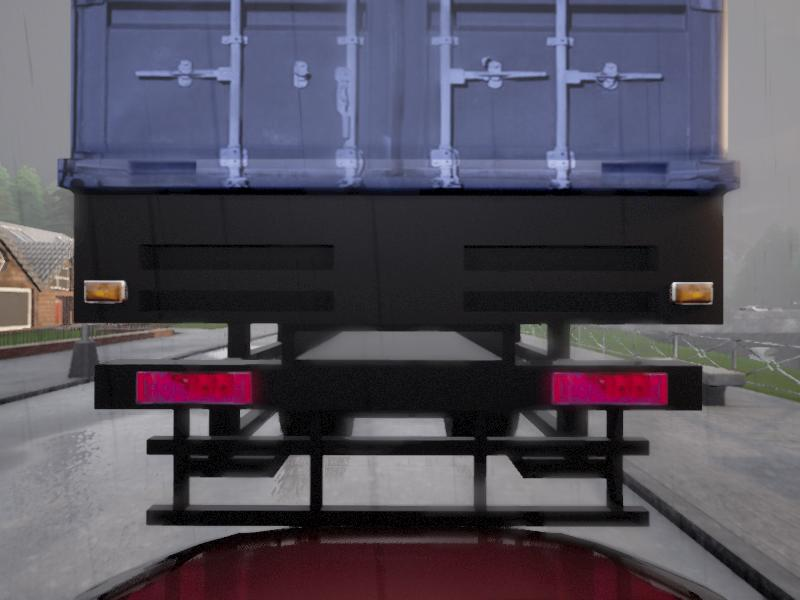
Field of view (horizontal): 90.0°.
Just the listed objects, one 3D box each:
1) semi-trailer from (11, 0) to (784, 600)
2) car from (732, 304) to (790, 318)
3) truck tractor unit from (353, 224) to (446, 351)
[{"bbox_3d":[-0.008,-0.567,8.547,2.717,4.402,14.254,0,-1,0],"label":"semi-trailer"},{"bbox_3d":[42.260,1.288,46.960,4.974,1.542,2.038,0,0,0],"label":"car"},{"bbox_3d":[-0.016,-0.410,16.458,3.053,4.208,6.516,0,0,0],"label":"truck tractor unit"}]
